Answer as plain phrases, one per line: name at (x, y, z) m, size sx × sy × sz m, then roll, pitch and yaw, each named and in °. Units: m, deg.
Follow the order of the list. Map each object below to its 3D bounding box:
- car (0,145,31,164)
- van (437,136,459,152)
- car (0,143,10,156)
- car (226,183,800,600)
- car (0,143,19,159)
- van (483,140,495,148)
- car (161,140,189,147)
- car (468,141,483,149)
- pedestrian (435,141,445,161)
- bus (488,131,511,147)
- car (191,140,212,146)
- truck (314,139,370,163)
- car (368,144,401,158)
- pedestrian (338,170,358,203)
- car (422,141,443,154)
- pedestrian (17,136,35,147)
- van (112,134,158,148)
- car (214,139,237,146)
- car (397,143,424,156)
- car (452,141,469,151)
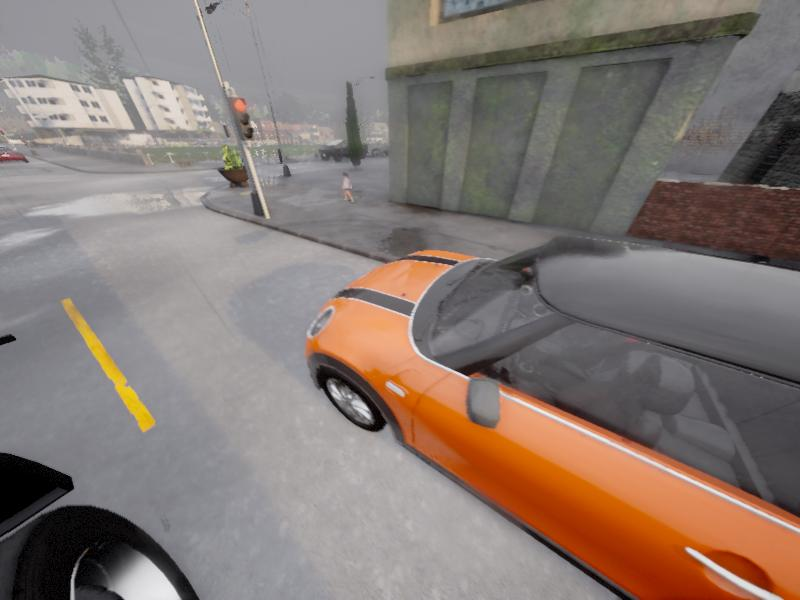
car at (-38.362, -14.136, 22.398) m, size 4.181 × 1.385 × 1.994 m, roll 20°, pitch 40°, yaw 26°
van at (10.010, -32.172, 47.666) m, size 1.988 × 2.561 × 5.915 m, roll 20°, pitch 40°, yaw 26°
car at (-53.226, -19.866, 29.921) m, size 3.866 × 1.878 × 1.905 m, roll 20°, pitch 40°, yaw 26°
car at (1.301, 0.411, 1.799) m, size 4.553 × 1.767 × 2.097 m, roll 20°, pitch 40°, yaw 26°
car at (-47.190, -17.424, 26.972) m, size 4.181 × 1.385 × 1.994 m, roll 19°, pitch 39°, yaw 24°
van at (26.860, -47.069, 69.571) m, size 1.775 × 1.987 × 4.442 m, roll 20°, pitch 40°, yaw 26°
car at (-58.324, -40.686, 60.029) m, size 1.895 × 1.301 × 4.718 m, roll 20°, pitch 40°, yaw 26°
car at (19.695, -40.499, 60.422) m, size 2.033 × 1.649 × 4.856 m, roll 20°, pitch 40°, yaw 26°
pedestrian at (4.492, -16.687, 25.911) m, size 0.751 × 1.860 × 0.751 m, roll 20°, pitch 40°, yaw 26°
bus at (33.042, -53.413, 76.704) m, size 3.944 × 4.253 × 10.273 m, roll 20°, pitch 40°, yaw 26°
car at (-55.079, -43.667, 64.158) m, size 1.970 × 1.475 × 3.806 m, roll 20°, pitch 40°, yaw 26°
truck at (-6.384, -17.272, 26.625) m, size 2.390 × 2.098 × 6.274 m, roll 20°, pitch 40°, yaw 26°
car at (-2.018, -20.953, 32.432) m, size 2.128 × 1.511 × 4.902 m, roll 20°, pitch 40°, yaw 26°
pedestrian at (-2.023, -4.448, 9.060) m, size 0.500 × 1.100 × 0.500 m, roll 9°, pitch 36°, yaw 12°
car at (5.968, -28.270, 42.633) m, size 1.932 × 1.855 × 4.605 m, roll 20°, pitch 40°, yaw 26°
pedestrian at (-75.436, -31.911, 46.590) m, size 0.751 × 1.860 × 0.751 m, roll 1°, pitch 35°, yaw 0°
van at (-62.301, -37.582, 54.574) m, size 2.351 × 2.431 × 6.366 m, roll 20°, pitch 40°, yaw 26°
car at (-51.654, -46.804, 68.537) m, size 2.033 × 1.649 × 4.856 m, roll 20°, pitch 40°, yaw 26°
car at (1.736, -24.349, 37.256) m, size 1.801 × 1.575 × 5.366 m, roll 20°, pitch 40°, yaw 26°
car at (13.946, -35.398, 52.957) m, size 2.097 × 1.767 × 4.553 m, roll 20°, pitch 40°, yaw 26°
